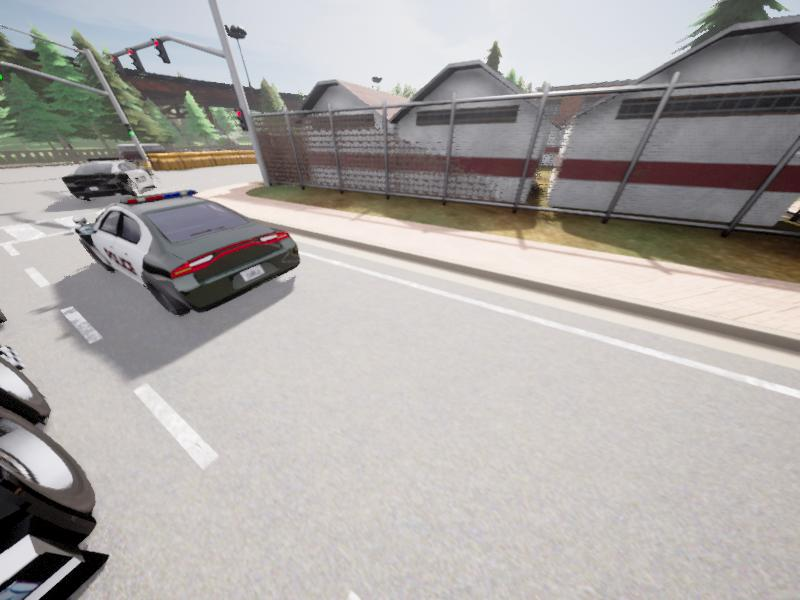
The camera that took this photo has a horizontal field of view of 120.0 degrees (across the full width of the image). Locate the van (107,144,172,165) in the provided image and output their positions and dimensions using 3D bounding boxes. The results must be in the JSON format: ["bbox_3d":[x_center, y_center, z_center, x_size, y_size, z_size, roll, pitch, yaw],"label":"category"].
[{"bbox_3d":[-30.811,-17.439,27.576,1.775,1.987,4.442,17,38,23],"label":"van"}]

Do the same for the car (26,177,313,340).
[{"bbox_3d":[-4.432,-1.277,4.534,4.974,1.542,2.038,18,39,24],"label":"car"}]

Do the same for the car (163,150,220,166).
[{"bbox_3d":[-23.703,-16.332,26.465,1.994,1.385,4.181,17,38,23],"label":"car"}]

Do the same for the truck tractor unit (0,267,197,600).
[{"bbox_3d":[-5.115,-0.297,0.774,6.516,4.208,3.053,18,39,24],"label":"truck tractor unit"}]

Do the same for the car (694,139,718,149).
[{"bbox_3d":[72.296,-36.833,54.568,3.866,1.878,1.905,-17,38,-22],"label":"car"}]

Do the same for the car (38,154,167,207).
[{"bbox_3d":[-14.192,-6.211,11.607,1.930,1.638,5.238,-17,38,-21],"label":"car"}]
